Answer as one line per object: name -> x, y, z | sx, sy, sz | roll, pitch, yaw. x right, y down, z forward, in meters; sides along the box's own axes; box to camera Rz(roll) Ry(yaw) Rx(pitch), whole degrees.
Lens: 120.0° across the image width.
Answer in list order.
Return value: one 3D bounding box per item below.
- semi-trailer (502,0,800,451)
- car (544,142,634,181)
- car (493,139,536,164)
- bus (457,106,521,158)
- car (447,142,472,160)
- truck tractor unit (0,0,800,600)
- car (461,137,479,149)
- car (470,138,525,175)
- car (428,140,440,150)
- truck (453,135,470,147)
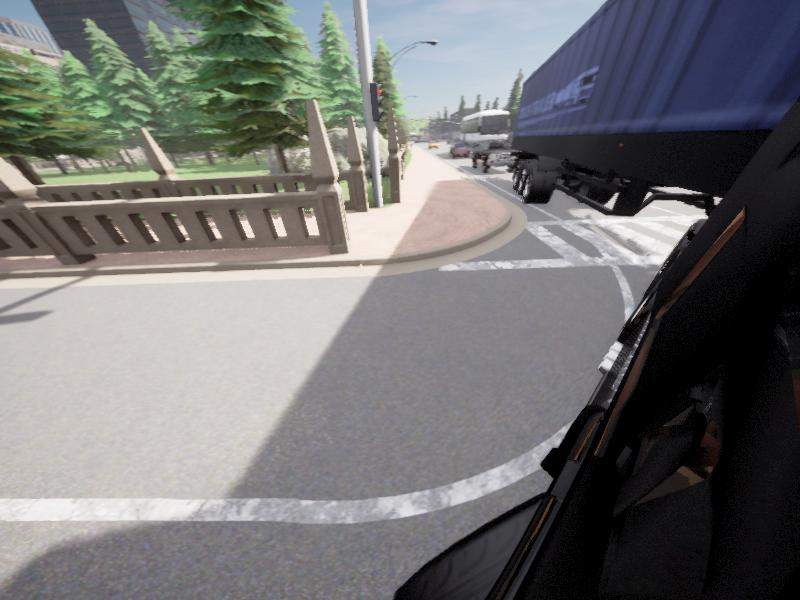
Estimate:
semi-trailer -> 5.473, -4.562, 6.038 | 2.717, 4.402, 14.254 | 6, 36, 12
car -> 9.983, -7.685, 12.684 | 1.845, 1.501, 3.633 | -2, 35, 2
car -> 10.044, -13.374, 20.721 | 1.851, 1.617, 3.988 | -2, 35, 2
bus -> 10.173, -20.413, 28.440 | 3.944, 4.253, 10.273 | -2, 35, 2
car -> 6.591, -16.855, 26.025 | 1.845, 1.501, 3.633 | -2, 35, 2
truck tractor unit -> 2.645, -0.295, 0.351 | 6.516, 4.208, 3.053 | -28, 44, -30
car -> 13.739, -31.041, 45.600 | 2.152, 1.651, 5.027 | -2, 35, 2
car -> 6.507, -10.125, 16.132 | 1.932, 1.855, 4.605 | -2, 35, 2
car -> 6.756, -31.461, 46.787 | 1.801, 1.575, 5.366 | -2, 35, 2
truck -> 13.779, -35.856, 52.046 | 2.390, 2.098, 6.274 | -2, 35, 2
